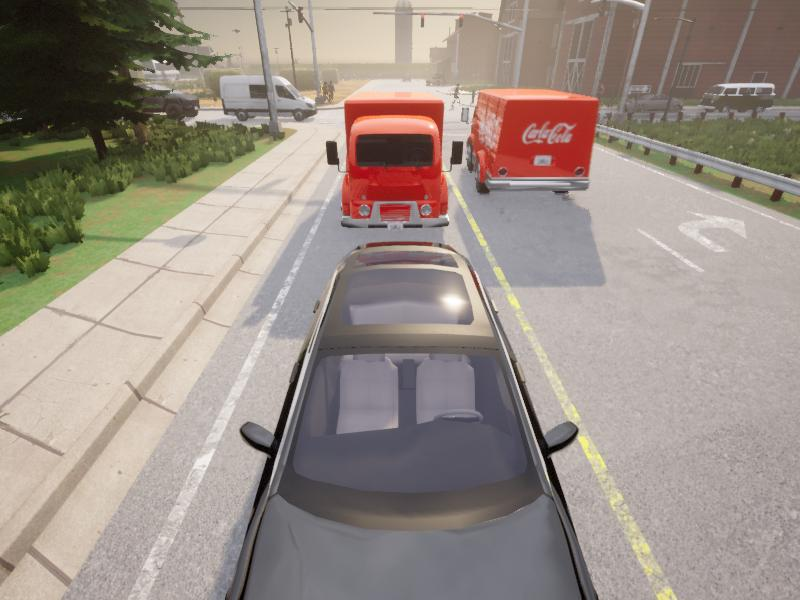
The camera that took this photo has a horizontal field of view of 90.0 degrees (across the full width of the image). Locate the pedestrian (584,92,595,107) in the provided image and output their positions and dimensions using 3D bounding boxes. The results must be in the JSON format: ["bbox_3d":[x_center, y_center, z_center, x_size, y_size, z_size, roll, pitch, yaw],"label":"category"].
[{"bbox_3d":[15.521,-16.398,32.731,0.500,1.100,0.500,3,30,5],"label":"pedestrian"}]

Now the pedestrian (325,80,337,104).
[{"bbox_3d":[-6.064,-18.404,35.357,0.751,1.860,0.751,-10,32,-17],"label":"pedestrian"}]

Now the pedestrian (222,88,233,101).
[{"bbox_3d":[-16.429,-19.565,38.087,0.500,1.100,0.500,13,33,22],"label":"pedestrian"}]

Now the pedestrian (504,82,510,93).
[{"bbox_3d":[12.863,-25.473,47.985,0.500,1.100,0.500,7,31,12],"label":"pedestrian"}]

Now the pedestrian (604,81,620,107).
[{"bbox_3d":[17.319,-16.827,32.713,0.751,1.860,0.751,15,33,23],"label":"pedestrian"}]

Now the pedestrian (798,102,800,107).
[{"bbox_3d":[33.450,-16.671,32.455,0.751,1.860,0.751,0,30,0],"label":"pedestrian"}]

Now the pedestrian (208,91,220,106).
[{"bbox_3d":[-15.484,-16.752,33.322,0.500,1.100,0.500,2,30,3],"label":"pedestrian"}]

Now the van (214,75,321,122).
[{"bbox_3d":[-8.419,-13.098,25.989,5.915,2.561,1.988,0,30,0],"label":"van"}]

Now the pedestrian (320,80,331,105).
[{"bbox_3d":[-6.306,-17.595,33.982,0.751,1.860,0.751,-3,30,-4],"label":"pedestrian"}]

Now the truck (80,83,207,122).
[{"bbox_3d":[-16.491,-12.913,26.105,6.274,2.098,2.390,0,30,0],"label":"truck"}]

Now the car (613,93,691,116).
[{"bbox_3d":[18.372,-14.352,29.312,4.181,1.385,1.994,0,30,0],"label":"car"}]

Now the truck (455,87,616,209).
[{"bbox_3d":[3.313,-4.621,11.484,2.627,2.467,5.204,0,30,-1],"label":"truck"}]

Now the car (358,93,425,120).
[{"bbox_3d":[-0.585,-13.477,27.774,4.181,1.385,1.994,-15,34,-24],"label":"car"}]

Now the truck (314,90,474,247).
[{"bbox_3d":[-0.138,-3.422,9.427,2.627,2.467,5.204,-1,30,-1],"label":"truck"}]

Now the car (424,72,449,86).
[{"bbox_3d":[6.290,-37.974,68.886,1.905,1.878,3.866,-31,40,-33],"label":"car"}]

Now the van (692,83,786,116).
[{"bbox_3d":[24.555,-14.639,29.141,4.480,2.038,2.069,0,30,0],"label":"van"}]

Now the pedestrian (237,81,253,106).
[{"bbox_3d":[-12.926,-17.265,33.442,0.751,1.860,0.751,1,30,1],"label":"pedestrian"}]

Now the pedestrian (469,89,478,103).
[{"bbox_3d":[6.623,-18.385,36.077,0.500,1.100,0.500,-19,35,-29],"label":"pedestrian"}]

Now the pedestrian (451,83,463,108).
[{"bbox_3d":[4.742,-16.992,33.239,0.751,1.860,0.751,0,30,0],"label":"pedestrian"}]

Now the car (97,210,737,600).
[{"bbox_3d":[0.055,0.760,3.240,2.128,1.511,4.902,0,30,0],"label":"car"}]

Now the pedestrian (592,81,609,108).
[{"bbox_3d":[16.250,-16.677,32.456,0.751,1.860,0.751,5,31,9],"label":"pedestrian"}]
